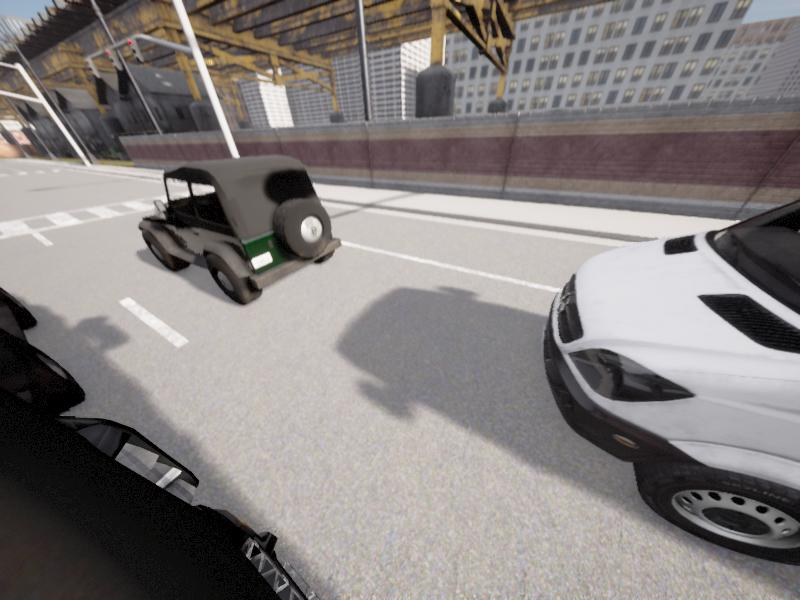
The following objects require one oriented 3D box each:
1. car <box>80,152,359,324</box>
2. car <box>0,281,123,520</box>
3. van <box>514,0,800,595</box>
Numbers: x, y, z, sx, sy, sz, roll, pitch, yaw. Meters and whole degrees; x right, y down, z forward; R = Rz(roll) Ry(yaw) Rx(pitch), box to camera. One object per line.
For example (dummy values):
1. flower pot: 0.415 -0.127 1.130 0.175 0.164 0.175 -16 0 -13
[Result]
1. car: -2.972 -1.443 4.117 3.866 1.878 1.905 17 40 25
2. car: -4.621 0.397 1.636 3.866 1.878 1.905 17 40 25
3. van: 3.949 0.471 0.579 5.915 2.561 1.988 18 40 25
